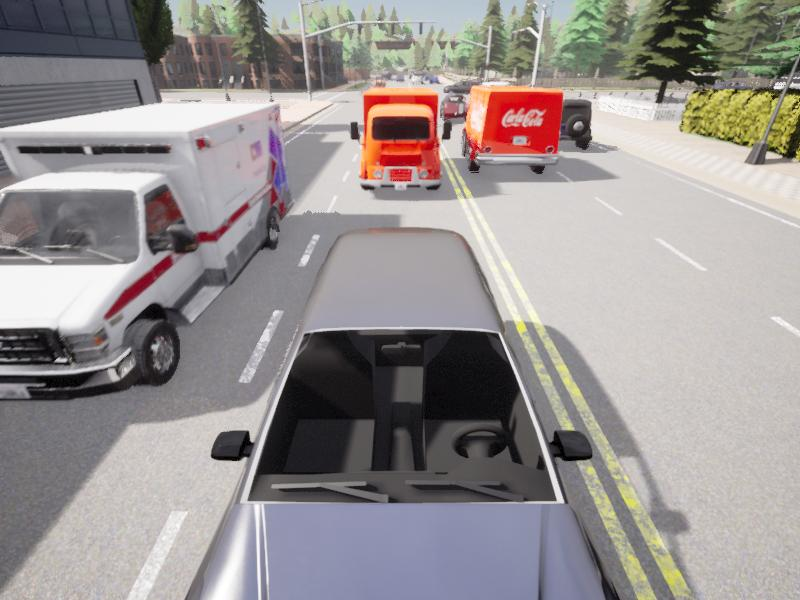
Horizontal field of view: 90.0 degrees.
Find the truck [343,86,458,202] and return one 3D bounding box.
[{"bbox_3d":[0.017,-4.913,12.011,2.627,2.467,5.204,0,30,0],"label":"truck"}]

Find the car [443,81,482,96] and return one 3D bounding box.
[{"bbox_3d":[7.713,-26.298,49.707,4.514,1.525,2.007,1,30,2],"label":"car"}]

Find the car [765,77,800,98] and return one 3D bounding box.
[{"bbox_3d":[46.494,-24.729,46.449,5.566,2.045,2.150,0,30,0],"label":"car"}]

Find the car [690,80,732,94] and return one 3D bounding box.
[{"bbox_3d":[40.882,-28.056,52.622,3.633,1.501,1.845,0,30,0],"label":"car"}]

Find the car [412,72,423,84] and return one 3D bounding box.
[{"bbox_3d":[3.565,-45.409,81.907,2.150,2.045,5.566,0,30,0],"label":"car"}]

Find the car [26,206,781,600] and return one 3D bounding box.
[{"bbox_3d":[0.010,0.776,3.064,2.242,1.667,4.611,0,30,0],"label":"car"}]

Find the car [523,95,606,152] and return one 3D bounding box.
[{"bbox_3d":[7.024,-7.834,17.600,1.905,1.878,3.866,0,30,0],"label":"car"}]

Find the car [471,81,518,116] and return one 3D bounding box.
[{"bbox_3d":[7.029,-15.432,30.479,2.150,2.045,5.566,0,30,0],"label":"car"}]

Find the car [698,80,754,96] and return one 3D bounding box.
[{"bbox_3d":[40.343,-26.279,49.605,4.611,1.667,2.242,0,30,0],"label":"car"}]

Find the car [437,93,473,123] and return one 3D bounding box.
[{"bbox_3d":[3.528,-12.652,26.224,1.845,1.501,3.633,0,30,0],"label":"car"}]

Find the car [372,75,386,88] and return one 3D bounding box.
[{"bbox_3d":[-3.445,-36.882,67.528,2.097,1.767,4.553,0,30,0],"label":"car"}]

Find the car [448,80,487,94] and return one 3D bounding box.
[{"bbox_3d":[8.791,-28.061,52.710,4.792,1.488,2.163,1,30,2],"label":"car"}]

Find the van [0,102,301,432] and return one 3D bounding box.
[{"bbox_3d":[-3.491,-1.378,5.991,2.351,2.431,6.366,0,30,0],"label":"van"}]

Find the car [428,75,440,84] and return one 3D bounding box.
[{"bbox_3d":[7.066,-45.648,82.901,2.007,1.525,4.514,0,30,0],"label":"car"}]

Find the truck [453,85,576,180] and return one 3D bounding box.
[{"bbox_3d":[3.517,-5.995,13.843,2.627,2.467,5.204,0,29,0],"label":"truck"}]
